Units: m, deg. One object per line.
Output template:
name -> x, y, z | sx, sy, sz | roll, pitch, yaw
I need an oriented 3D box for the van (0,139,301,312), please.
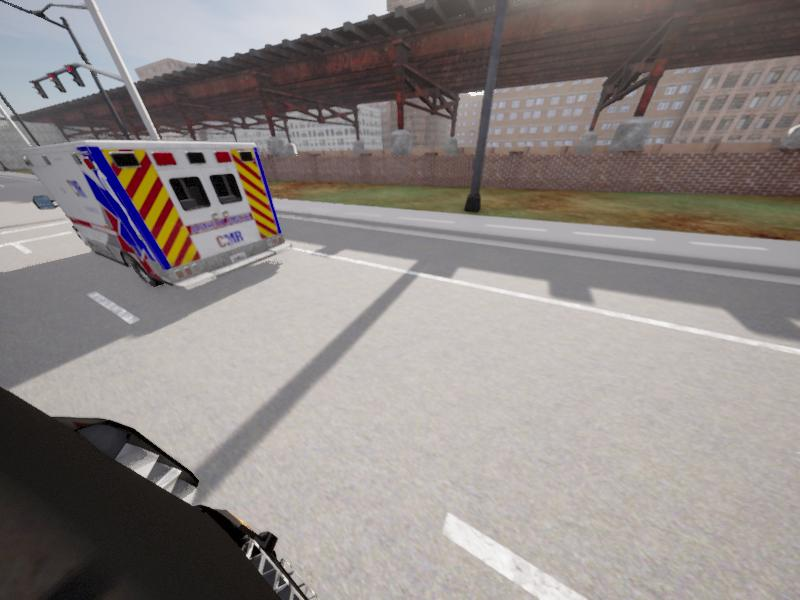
van -> -5.831, -2.132, 5.453 | 6.366, 2.431, 2.351 | 15, 36, 24
